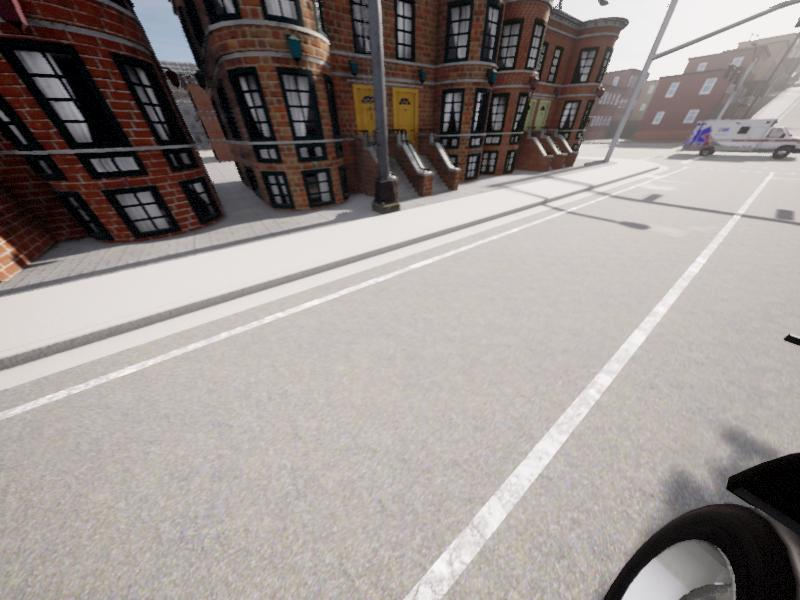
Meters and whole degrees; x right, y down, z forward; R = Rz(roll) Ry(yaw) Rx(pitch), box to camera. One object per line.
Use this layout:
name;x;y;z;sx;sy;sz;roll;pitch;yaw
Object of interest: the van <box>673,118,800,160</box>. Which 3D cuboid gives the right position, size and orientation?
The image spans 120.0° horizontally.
van;27.311;-12.877;18.460;2.351;2.431;6.366;-23;41;-27
